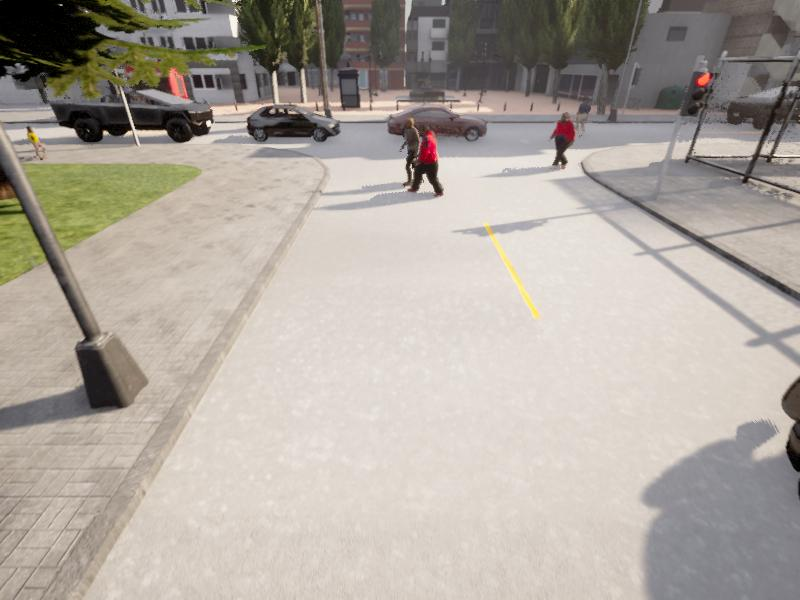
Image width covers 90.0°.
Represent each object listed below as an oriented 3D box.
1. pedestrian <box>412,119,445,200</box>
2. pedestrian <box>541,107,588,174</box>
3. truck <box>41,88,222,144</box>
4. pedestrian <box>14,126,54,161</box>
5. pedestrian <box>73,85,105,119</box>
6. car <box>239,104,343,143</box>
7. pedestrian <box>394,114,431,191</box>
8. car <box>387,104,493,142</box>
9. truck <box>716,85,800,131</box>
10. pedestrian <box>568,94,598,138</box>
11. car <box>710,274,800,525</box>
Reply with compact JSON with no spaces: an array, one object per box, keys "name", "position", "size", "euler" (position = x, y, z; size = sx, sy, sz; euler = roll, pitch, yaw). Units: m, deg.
[{"name":"pedestrian","position":[0.696,-3.575,10.218],"size":[0.751,1.860,0.751],"euler":[1,30,1]},{"name":"pedestrian","position":[5.269,-5.145,12.898],"size":[0.751,1.860,0.751],"euler":[-17,34,-27]},{"name":"truck","position":[-12.068,-8.551,18.528],"size":[6.274,2.098,2.390],"euler":[0,30,0]},{"name":"pedestrian","position":[-12.797,-5.478,14.011],"size":[0.500,1.100,0.500],"euler":[-1,30,-2]},{"name":"pedestrian","position":[-19.466,-12.410,25.100],"size":[0.751,1.860,0.751],"euler":[1,30,2]},{"name":"car","position":[-4.924,-8.258,18.647],"size":[4.193,1.474,1.816],"euler":[1,30,2]},{"name":"pedestrian","position":[0.315,-4.099,11.112],"size":[0.751,1.860,0.751],"euler":[-11,32,-19]},{"name":"car","position":[1.742,-8.302,18.756],"size":[4.674,1.442,1.812],"euler":[0,30,0]},{"name":"truck","position":[21.870,-10.665,22.156],"size":[6.274,2.098,2.390],"euler":[0,30,-1]},{"name":"pedestrian","position":[8.774,-8.884,19.294],"size":[0.751,1.860,0.751],"euler":[2,30,3]},{"name":"car","position":[4.045,1.822,1.260],"size":[1.930,1.638,5.238],"euler":[0,30,-1]}]
